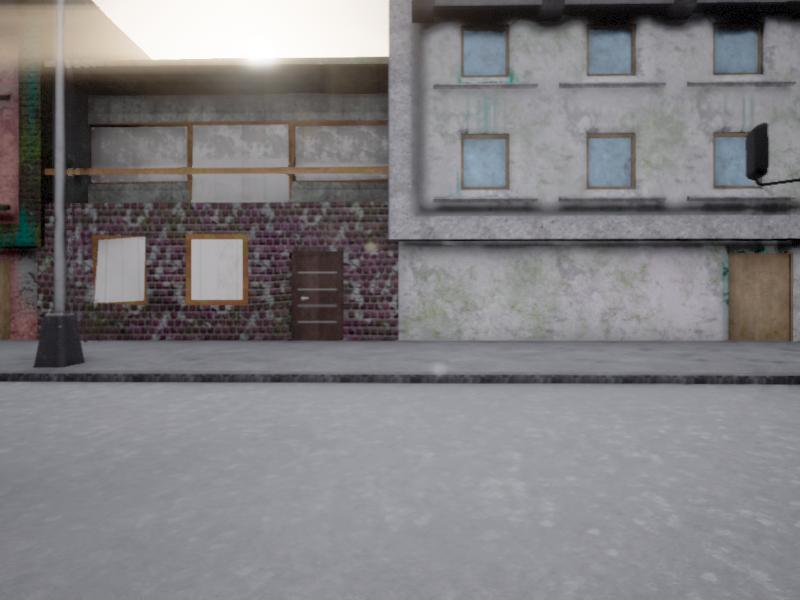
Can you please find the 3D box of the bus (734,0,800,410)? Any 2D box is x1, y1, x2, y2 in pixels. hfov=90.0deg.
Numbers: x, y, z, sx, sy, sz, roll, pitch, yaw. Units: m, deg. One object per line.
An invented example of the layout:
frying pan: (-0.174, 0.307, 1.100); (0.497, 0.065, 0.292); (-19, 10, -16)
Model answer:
bus: (8.874, -1.139, 2.452); (10.273, 4.253, 3.944); (-1, 0, 1)
